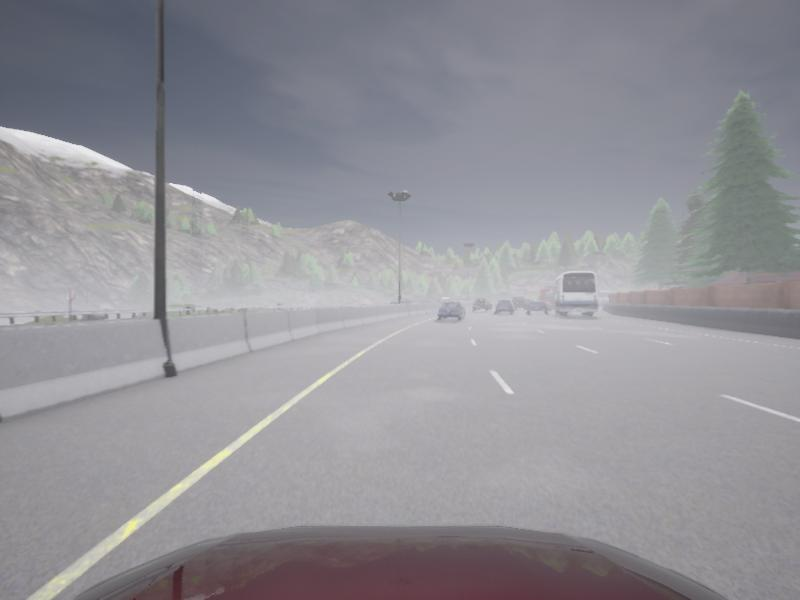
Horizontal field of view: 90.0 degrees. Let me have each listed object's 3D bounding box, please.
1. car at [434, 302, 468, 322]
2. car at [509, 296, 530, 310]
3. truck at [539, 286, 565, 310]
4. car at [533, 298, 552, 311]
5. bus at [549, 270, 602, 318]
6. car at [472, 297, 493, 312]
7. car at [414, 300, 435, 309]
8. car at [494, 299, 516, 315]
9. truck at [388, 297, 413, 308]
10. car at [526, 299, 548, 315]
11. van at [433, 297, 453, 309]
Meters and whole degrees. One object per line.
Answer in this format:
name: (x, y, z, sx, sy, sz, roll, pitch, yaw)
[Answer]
car: (4.158, 0.875, 31.904, 2.033, 1.411, 5.357, 0, 0, 14)
car: (18.348, 0.531, 61.176, 2.150, 2.045, 5.566, 0, -1, 26)
truck: (25.987, -0.359, 68.040, 2.891, 3.827, 8.468, 0, 0, 30)
car: (20.628, 0.662, 57.779, 2.097, 1.767, 4.553, -1, -2, 25)
bus: (17.581, -0.550, 40.917, 3.944, 4.253, 10.273, 0, 0, 18)
car: (11.022, 0.619, 53.224, 1.932, 1.855, 4.605, -1, -1, 23)
car: (4.482, 0.748, 72.425, 2.038, 1.542, 4.974, 0, 0, 26)
car: (12.046, 0.752, 45.811, 2.033, 1.649, 4.856, 0, 0, 20)
truck: (0.195, 0.485, 79.262, 2.390, 2.098, 6.274, 0, 0, 28)
car: (15.528, 0.756, 45.287, 2.152, 1.651, 5.027, 0, 0, 20)
van: (7.600, 0.529, 70.832, 2.069, 2.038, 4.480, 0, 0, 26)
